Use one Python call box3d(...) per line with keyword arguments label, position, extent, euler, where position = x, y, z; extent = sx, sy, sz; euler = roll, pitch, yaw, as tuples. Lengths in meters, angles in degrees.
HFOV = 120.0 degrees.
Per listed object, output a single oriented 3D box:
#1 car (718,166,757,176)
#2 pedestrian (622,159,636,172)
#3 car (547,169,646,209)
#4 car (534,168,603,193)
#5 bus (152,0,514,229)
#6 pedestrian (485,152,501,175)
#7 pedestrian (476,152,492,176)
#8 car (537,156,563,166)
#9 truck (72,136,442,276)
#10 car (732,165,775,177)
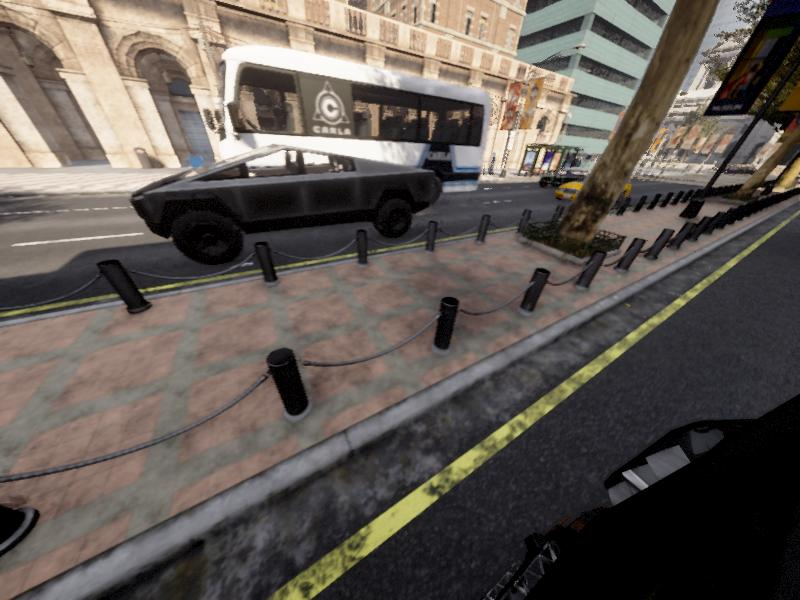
box3d(label="car", position=(79.157, -30.321, 54.282), extent=(2.163, 1.488, 4.792), euler=(-16, 38, -26))
box3d(label="pedestrian", position=(38.560, -22.679, 38.946), extent=(0.751, 1.860, 0.751), euler=(-13, 37, -22))
box3d(label="car", position=(10.797, -6.221, 12.676), extent=(5.366, 1.575, 1.801), euler=(-16, 38, -26))
box3d(label="car", position=(12.349, -8.796, 16.910), extent=(4.718, 1.301, 1.895), euler=(-16, 38, -26))
box3d(label="bus", position=(-1.208, -6.038, 9.040), extent=(10.273, 4.253, 3.944), euler=(-16, 38, -26))
box3d(label="pedestrian", position=(9.104, -13.330, 22.607), extent=(0.751, 1.860, 0.751), euler=(-13, 37, -22))
box3d(label="pedestrian", position=(7.857, -12.756, 21.648), extent=(0.751, 1.860, 0.751), euler=(-4, 34, -10))
box3d(label="car", position=(32.032, -29.677, 49.310), extent=(4.902, 1.511, 2.128), euler=(-16, 38, -26))
box3d(label="truck", position=(-2.303, -2.686, 5.877), extent=(6.274, 2.098, 2.390), euler=(-16, 38, -26))
box3d(label="car", position=(77.493, -28.264, 50.713), extent=(1.932, 1.855, 4.605), euler=(-16, 38, -26))
